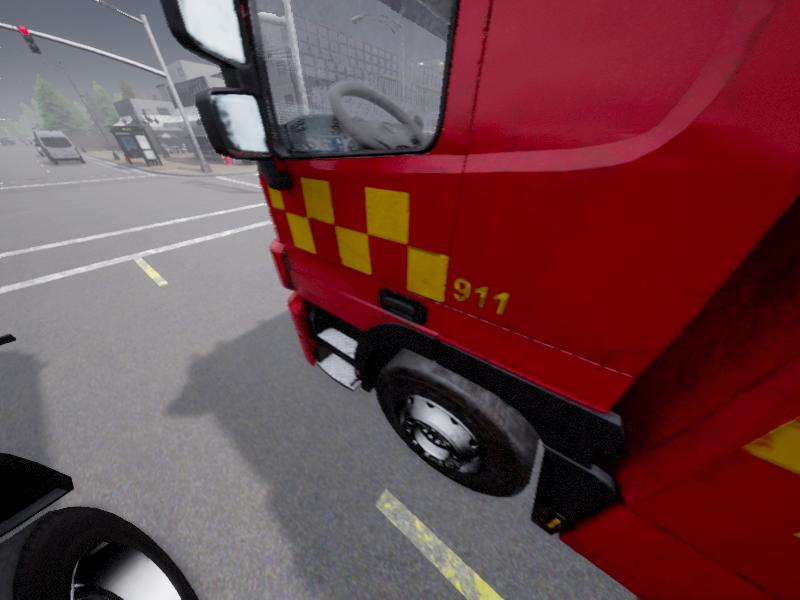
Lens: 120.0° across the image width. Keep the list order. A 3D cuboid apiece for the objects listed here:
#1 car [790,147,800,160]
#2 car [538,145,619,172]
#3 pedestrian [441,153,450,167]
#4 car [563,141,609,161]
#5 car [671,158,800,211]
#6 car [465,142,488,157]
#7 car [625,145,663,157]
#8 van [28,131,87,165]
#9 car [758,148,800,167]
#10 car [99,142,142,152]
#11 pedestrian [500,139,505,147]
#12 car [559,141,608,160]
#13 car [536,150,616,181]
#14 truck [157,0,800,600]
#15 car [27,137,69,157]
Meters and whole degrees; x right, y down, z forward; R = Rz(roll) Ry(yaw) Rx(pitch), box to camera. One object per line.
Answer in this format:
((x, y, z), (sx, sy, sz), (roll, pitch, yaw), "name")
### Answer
((56.062, -19.168, 30.311), (4.514, 1.523, 2.007), (23, 41, 28), "car")
((15.077, -12.193, 19.768), (5.027, 1.636, 2.152), (23, 41, 28), "car")
((4.261, -13.225, 21.760), (0.500, 1.100, 0.500), (23, 41, 28), "pedestrian")
((22.590, -18.194, 28.210), (3.866, 1.878, 1.905), (23, 41, 28), "car")
((15.126, -4.882, 9.643), (4.514, 1.523, 2.007), (23, 41, 28), "car")
((11.918, -23.481, 35.996), (1.905, 1.878, 3.866), (23, 41, 29), "car")
((39.240, -24.094, 37.249), (3.806, 1.475, 1.970), (23, 41, 28), "car")
((-33.648, -14.984, 22.706), (5.915, 2.561, 1.988), (23, 41, 29), "van")
((41.096, -14.832, 24.004), (3.633, 1.501, 1.845), (23, 41, 28), "car")
((-53.915, -29.741, 44.701), (1.837, 1.490, 4.892), (24, 41, 29), "car")
((30.706, -46.790, 68.945), (0.751, 1.860, 0.751), (24, 41, 29), "pedestrian")
((23.962, -19.666, 30.346), (4.605, 1.855, 1.932), (23, 41, 28), "car")
((11.571, -9.040, 15.403), (3.806, 1.475, 1.970), (23, 41, 28), "car")
((3.136, 0.082, 0.501), (8.468, 3.827, 2.891), (23, 41, 29), "truck")
((-46.588, -20.279, 30.552), (5.566, 2.045, 2.150), (24, 41, 29), "car")
